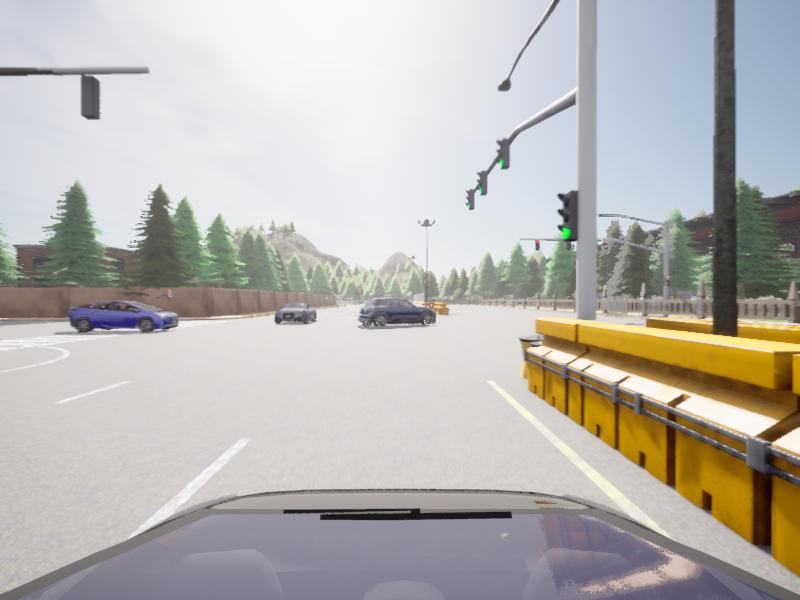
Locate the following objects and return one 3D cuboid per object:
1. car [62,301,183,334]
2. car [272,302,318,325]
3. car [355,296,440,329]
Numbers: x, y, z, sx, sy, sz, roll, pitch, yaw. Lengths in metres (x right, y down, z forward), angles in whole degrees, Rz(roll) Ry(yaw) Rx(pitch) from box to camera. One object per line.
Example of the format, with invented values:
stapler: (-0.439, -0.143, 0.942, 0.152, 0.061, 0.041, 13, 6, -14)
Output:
car: (-13.456, 0.802, 19.666, 4.514, 1.525, 2.007, 0, 0, -5)
car: (-7.004, 0.871, 27.095, 1.994, 1.385, 4.181, 0, 0, 0)
car: (-0.121, 0.663, 23.689, 4.553, 1.767, 2.097, 0, 0, -28)
